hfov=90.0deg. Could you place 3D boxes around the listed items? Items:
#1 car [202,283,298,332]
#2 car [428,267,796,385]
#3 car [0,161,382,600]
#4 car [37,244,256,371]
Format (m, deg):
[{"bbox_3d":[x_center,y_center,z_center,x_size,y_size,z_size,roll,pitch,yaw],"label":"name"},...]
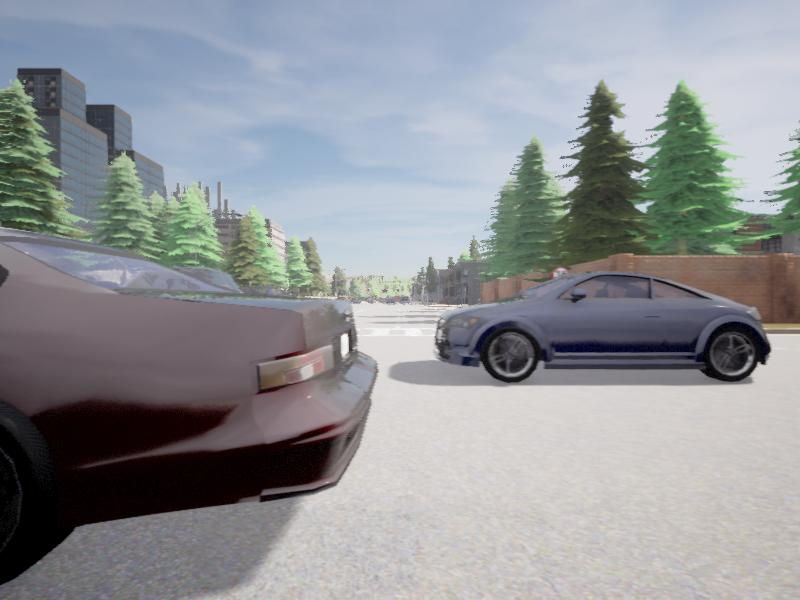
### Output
[{"bbox_3d":[-5.265,0.237,14.789,2.007,1.525,4.514,0,0,-2],"label":"car"},{"bbox_3d":[2.557,0.304,5.693,4.181,1.385,1.994,0,0,0],"label":"car"},{"bbox_3d":[-2.823,0.299,2.201,5.357,1.411,2.033,0,0,0],"label":"car"},{"bbox_3d":[-4.411,0.102,8.002,2.097,1.767,4.553,0,0,-9],"label":"car"}]
